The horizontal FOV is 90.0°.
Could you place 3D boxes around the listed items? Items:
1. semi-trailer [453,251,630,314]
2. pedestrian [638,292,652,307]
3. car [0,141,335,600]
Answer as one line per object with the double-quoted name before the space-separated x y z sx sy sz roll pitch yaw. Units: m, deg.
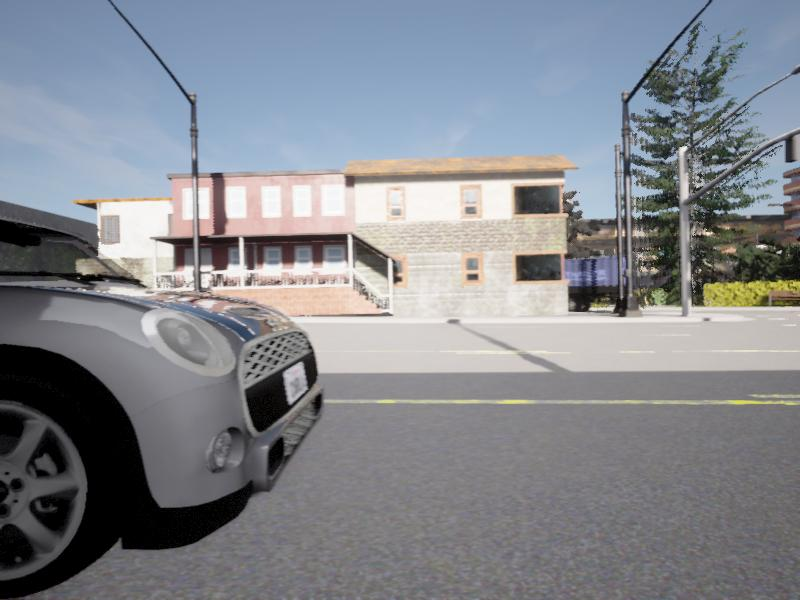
"semi-trailer" 11.125 -1.144 34.002 2.717 4.402 14.254 -1 0 -45
"pedestrian" 21.560 -0.003 35.203 0.751 1.300 0.751 -1 0 -39
"car" -2.432 0.245 2.219 3.806 1.475 1.970 0 0 0
